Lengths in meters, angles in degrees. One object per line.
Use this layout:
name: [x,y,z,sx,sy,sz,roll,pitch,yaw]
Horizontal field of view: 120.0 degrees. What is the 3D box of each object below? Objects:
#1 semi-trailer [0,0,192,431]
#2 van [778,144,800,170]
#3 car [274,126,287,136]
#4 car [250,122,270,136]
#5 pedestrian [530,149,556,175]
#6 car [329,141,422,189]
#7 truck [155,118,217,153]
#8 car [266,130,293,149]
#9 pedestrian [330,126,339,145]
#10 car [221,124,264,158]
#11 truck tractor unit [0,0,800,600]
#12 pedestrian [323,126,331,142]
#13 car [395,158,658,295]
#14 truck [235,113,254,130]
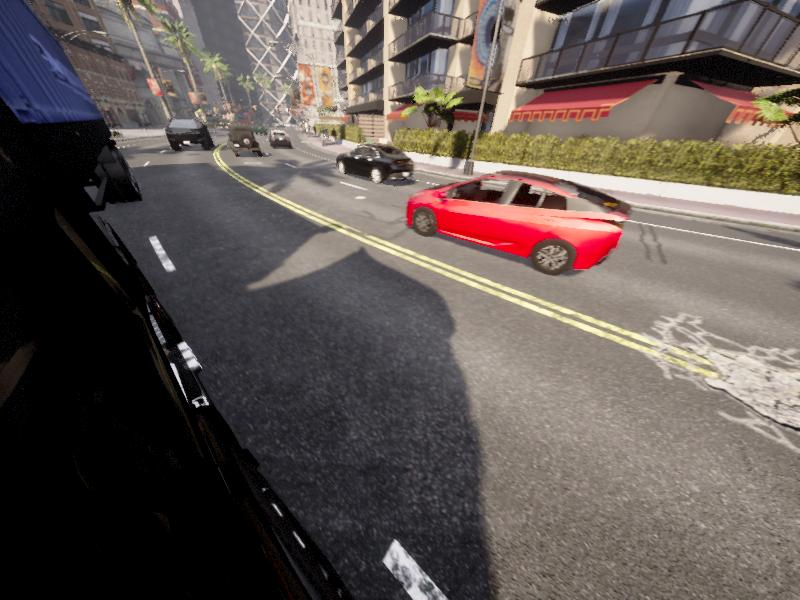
semi-trailer: [-8.230,-3.881,4.647,2.717,4.402,14.254,-28,47,-34]
van: [46.865,-15.164,24.727,1.988,2.561,5.915,-12,39,-19]
car: [-24.588,-34.962,47.694,1.851,1.617,3.988,-11,39,-18]
car: [-27.180,-33.380,45.045,2.150,2.045,5.566,-10,39,-17]
pedestrian: [8.904,-8.635,14.417,0.751,1.300,0.751,-29,47,-35]
car: [-1.398,-6.993,11.692,1.837,1.490,4.892,-29,47,-35]
truck: [-17.656,-13.942,19.512,2.390,2.098,6.274,-16,41,-23]
car: [-12.852,-17.137,24.612,1.970,1.475,3.806,-15,40,-22]
pedestrian: [-7.947,-19.929,28.040,0.751,1.860,0.751,-14,40,-21]
car: [-12.202,-12.348,17.882,1.905,1.878,3.866,-20,42,-28]
truck tractor unit: [-2.645,-0.295,0.351,6.516,4.208,3.053,28,44,30]
pedestrian: [-10.586,-24.117,33.496,0.751,1.860,0.751,-12,39,-18]
car: [2.275,-2.050,5.259,4.514,1.525,2.007,27,43,29]
truck: [-47.161,-54.218,70.280,2.891,3.827,8.468,-11,39,-18]
